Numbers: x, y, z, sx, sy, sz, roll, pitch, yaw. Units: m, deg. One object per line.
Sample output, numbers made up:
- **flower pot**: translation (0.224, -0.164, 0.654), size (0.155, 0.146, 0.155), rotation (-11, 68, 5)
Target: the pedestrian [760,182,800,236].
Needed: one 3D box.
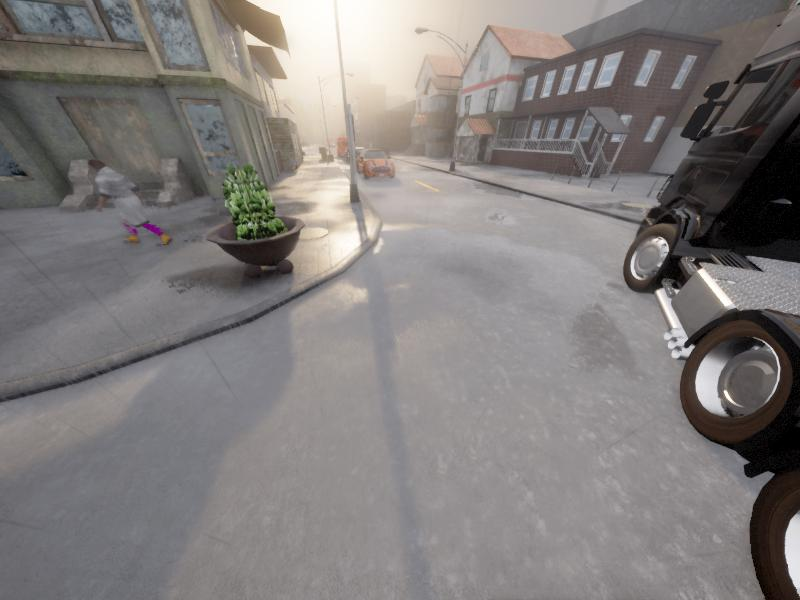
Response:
- **pedestrian**: translation (11.301, -2.739, 6.166), size (0.751, 1.860, 0.751), rotation (8, 36, 11)

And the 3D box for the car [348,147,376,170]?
- **car**: translation (-3.673, -13.532, 21.971), size (1.851, 1.617, 3.988), rotation (-9, 36, -13)

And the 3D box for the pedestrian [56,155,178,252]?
- **pedestrian**: translation (-6.114, -2.140, 5.189), size (0.751, 1.860, 0.751), rotation (-10, 36, -14)

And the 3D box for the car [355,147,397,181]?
- **car**: translation (-1.830, -9.990, 16.741), size (2.097, 1.767, 4.553), rotation (-9, 36, -13)

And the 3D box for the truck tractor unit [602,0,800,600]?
- **truck tractor unit**: translation (4.434, -0.697, 1.343), size (3.053, 4.208, 6.516), rotation (19, 39, 25)
